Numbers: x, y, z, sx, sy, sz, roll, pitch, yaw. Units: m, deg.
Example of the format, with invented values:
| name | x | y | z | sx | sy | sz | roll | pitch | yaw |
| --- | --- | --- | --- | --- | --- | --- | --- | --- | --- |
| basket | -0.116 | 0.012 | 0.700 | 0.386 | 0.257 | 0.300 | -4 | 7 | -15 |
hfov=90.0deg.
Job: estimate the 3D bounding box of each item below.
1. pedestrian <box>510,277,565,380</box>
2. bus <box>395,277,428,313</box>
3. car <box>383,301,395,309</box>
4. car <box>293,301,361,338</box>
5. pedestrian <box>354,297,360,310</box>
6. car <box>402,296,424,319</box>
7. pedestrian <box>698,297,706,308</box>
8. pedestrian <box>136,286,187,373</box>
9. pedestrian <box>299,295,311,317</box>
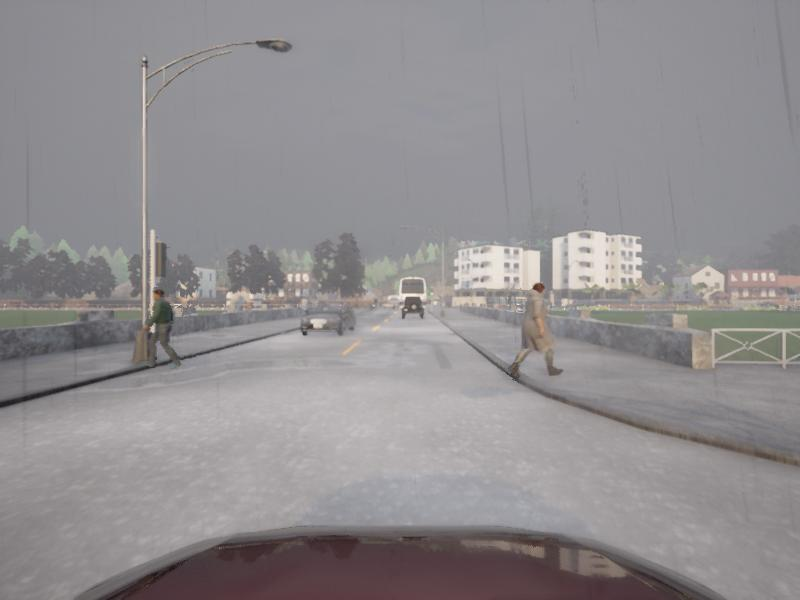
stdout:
| name | x | y | z | sx | sy | sz | roll | pitch | yaw |
| --- | --- | --- | --- | --- | --- | --- | --- | --- | --- |
| pedestrian | 2.609 | 0.519 | 7.651 | 0.751 | 1.860 | 0.751 | 0 | 0 | -7 |
| bus | 1.574 | -0.572 | 52.808 | 3.944 | 4.253 | 10.273 | 0 | 0 | 2 |
| car | -1.829 | 0.894 | 67.821 | 1.895 | 1.301 | 4.718 | 0 | 0 | 2 |
| car | -3.293 | 0.823 | 19.103 | 2.128 | 1.511 | 4.902 | 0 | 0 | 3 |
| pedestrian | -6.042 | 0.493 | 56.293 | 0.751 | 1.860 | 0.751 | 0 | 0 | 12 |
| car | 1.139 | 0.621 | 35.266 | 1.905 | 1.878 | 3.866 | 0 | 0 | 2 |
| pedestrian | 51.866 | 0.480 | 68.685 | 0.751 | 1.860 | 0.751 | 0 | 0 | 0 |
| pedestrian | -5.333 | 0.631 | 8.982 | 0.751 | 1.860 | 0.751 | 0 | 0 | -7 |
| pedestrian | -8.076 | 0.509 | 33.950 | 0.751 | 1.860 | 0.751 | 0 | 0 | 6 |
